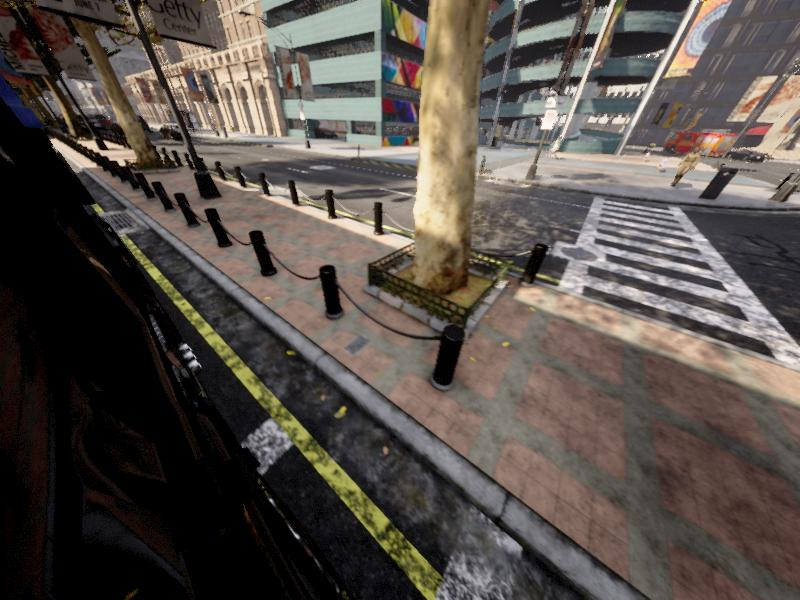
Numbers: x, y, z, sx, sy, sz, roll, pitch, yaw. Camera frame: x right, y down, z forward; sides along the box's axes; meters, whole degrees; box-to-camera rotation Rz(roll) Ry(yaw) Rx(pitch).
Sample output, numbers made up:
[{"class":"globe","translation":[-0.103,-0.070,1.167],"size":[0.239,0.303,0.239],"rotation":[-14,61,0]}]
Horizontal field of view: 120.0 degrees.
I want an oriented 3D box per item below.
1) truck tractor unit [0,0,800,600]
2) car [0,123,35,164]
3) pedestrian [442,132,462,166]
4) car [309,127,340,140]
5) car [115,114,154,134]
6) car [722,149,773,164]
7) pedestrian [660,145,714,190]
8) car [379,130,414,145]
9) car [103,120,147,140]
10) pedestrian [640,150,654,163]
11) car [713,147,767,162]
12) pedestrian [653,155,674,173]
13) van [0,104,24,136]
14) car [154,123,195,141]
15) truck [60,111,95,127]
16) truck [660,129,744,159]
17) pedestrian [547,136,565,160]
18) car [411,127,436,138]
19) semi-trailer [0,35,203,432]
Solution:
[{"class":"truck tractor unit","translation":[-2.645,-0.295,0.351],"size":[6.516,4.208,3.053],"rotation":[28,44,30]},{"class":"car","translation":[-21.329,-8.136,11.870],"size":[4.792,1.488,2.163],"rotation":[26,43,28]},{"class":"pedestrian","translation":[3.484,-10.198,15.621],"size":[0.751,1.860,0.751],"rotation":[29,44,30]},{"class":"car","translation":[-12.226,-27.041,37.488],"size":[4.786,1.482,2.161],"rotation":[26,43,28]},{"class":"car","translation":[-38.179,-25.334,33.211],"size":[5.566,2.045,2.150],"rotation":[26,43,28]},{"class":"car","translation":[51.598,-21.462,34.459],"size":[1.994,1.385,4.181],"rotation":[11,38,10]},{"class":"pedestrian","translation":[14.303,-6.628,11.569],"size":[0.751,1.860,0.751],"rotation":[-19,42,-26]},{"class":"car","translation":[-0.521,-24.451,34.733],"size":[4.902,1.511,2.128],"rotation":[26,43,28]},{"class":"car","translation":[-29.338,-18.122,24.638],"size":[4.892,1.490,1.837],"rotation":[26,43,28]},{"class":"pedestrian","translation":[26.003,-15.151,24.317],"size":[0.500,1.100,0.500],"rotation":[31,45,32]},{"class":"car","translation":[56.240,-24.219,38.373],"size":[2.128,1.511,4.902],"rotation":[5,37,3]},{"class":"pedestrian","translation":[19.648,-10.165,17.262],"size":[0.500,1.100,0.500],"rotation":[-23,44,-30]},{"class":"van","translation":[-40.136,-17.756,22.672],"size":[6.366,2.431,2.351],"rotation":[26,43,28]},{"class":"car","translation":[-25.017,-18.638,25.623],"size":[3.806,1.475,1.970],"rotation":[26,43,28]},{"class":"truck","translation":[-57.010,-31.956,40.759],"size":[6.274,2.098,2.390],"rotation":[26,43,28]},{"class":"truck","translation":[53.004,-27.945,41.133],"size":[2.891,3.827,8.468],"rotation":[1,37,-3]},{"class":"pedestrian","translation":[15.294,-14.915,22.673],"size":[0.751,1.860,0.751],"rotation":[18,39,19]},{"class":"car","translation":[5.705,-41.306,57.015],"size":[5.566,2.045,2.435],"rotation":[26,43,28]},{"class":"semi-trailer","translation":[-8.769,-3.563,4.148],"size":[14.254,4.402,2.717],"rotation":[27,43,29]}]
